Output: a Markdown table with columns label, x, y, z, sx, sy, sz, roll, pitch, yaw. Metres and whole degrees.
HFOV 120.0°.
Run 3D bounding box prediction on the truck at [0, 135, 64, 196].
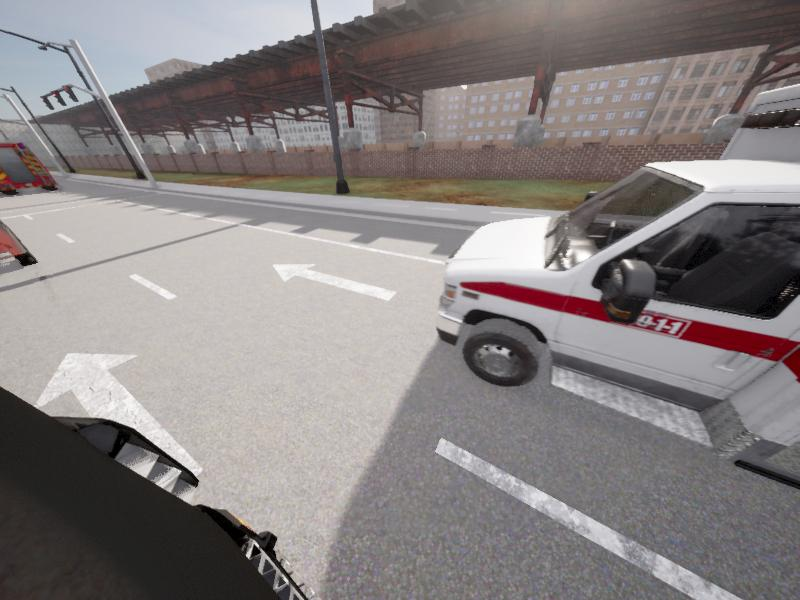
| label | x | y | z | sx | sy | sz | roll | pitch | yaw |
| --- | --- | --- | --- | --- | --- | --- | --- | --- | --- |
| truck | -33.123 | -11.279 | 19.326 | 8.468 | 3.827 | 2.891 | 16 | 38 | 24 |

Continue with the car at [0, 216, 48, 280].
| label | x | y | z | sx | sy | sz | roll | pitch | yaw |
| --- | --- | --- | --- | --- | --- | --- | --- | --- | --- |
| car | -11.513 | -1.597 | 5.664 | 5.027 | 1.651 | 2.152 | 17 | 38 | 27 |

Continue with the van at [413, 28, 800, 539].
| label | x | y | z | sx | sy | sz | roll | pitch | yaw |
| --- | --- | --- | --- | --- | --- | --- | --- | --- | --- |
| van | 3.467 | 0.033 | 1.426 | 6.366 | 2.431 | 2.351 | 16 | 38 | 26 |
